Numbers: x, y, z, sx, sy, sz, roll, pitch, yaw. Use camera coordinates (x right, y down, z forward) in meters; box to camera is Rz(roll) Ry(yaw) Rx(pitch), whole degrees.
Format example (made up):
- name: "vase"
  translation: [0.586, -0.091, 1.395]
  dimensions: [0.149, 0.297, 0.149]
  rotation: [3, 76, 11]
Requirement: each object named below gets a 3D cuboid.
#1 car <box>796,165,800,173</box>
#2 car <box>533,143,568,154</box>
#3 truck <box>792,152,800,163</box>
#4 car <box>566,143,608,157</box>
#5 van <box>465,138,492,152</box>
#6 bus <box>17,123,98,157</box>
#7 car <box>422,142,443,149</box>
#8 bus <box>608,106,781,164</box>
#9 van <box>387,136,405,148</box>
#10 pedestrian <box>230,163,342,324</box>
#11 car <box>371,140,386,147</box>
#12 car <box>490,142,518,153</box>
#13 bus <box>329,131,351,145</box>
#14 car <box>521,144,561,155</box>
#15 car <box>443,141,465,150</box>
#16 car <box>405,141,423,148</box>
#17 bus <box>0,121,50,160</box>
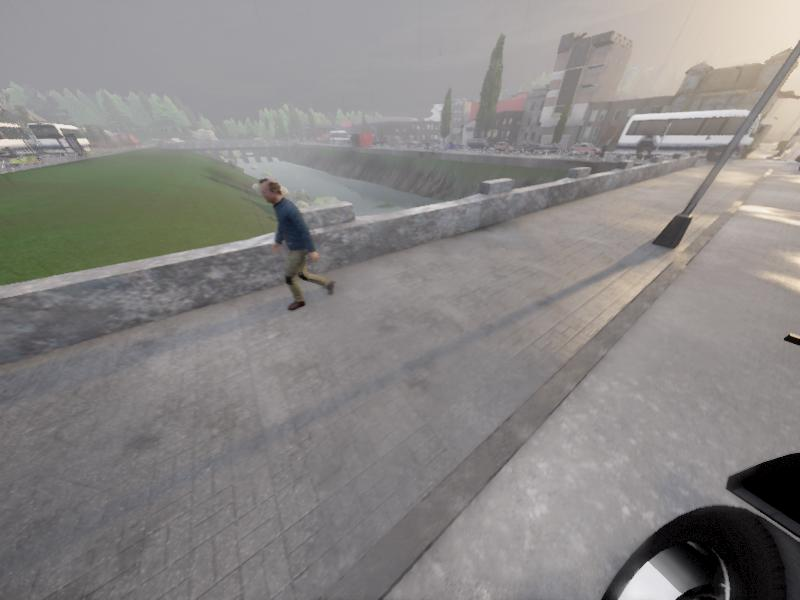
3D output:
- name: "car"
  translation: [31.523, -10.226, 17.029]
  dimensions: [4.718, 1.301, 1.895]
  rotation: [-22, 41, -28]
- name: "car"
  translation: [24.606, -24.992, 37.958]
  dimensions: [1.994, 1.385, 4.181]
  rotation: [-22, 41, -28]
- name: "truck"
  translation: [41.190, -14.627, 22.209]
  dimensions: [5.204, 2.467, 2.627]
  rotation: [-21, 40, -29]
- name: "car"
  translation: [25.309, -20.434, 31.396]
  dimensions: [1.970, 1.475, 3.806]
  rotation: [-22, 41, -28]
- name: "van"
  translation: [14.747, -29.306, 43.619]
  dimensions: [1.775, 1.987, 4.442]
  rotation: [-22, 41, -28]
- name: "bus"
  translation: [-57.612, -27.395, 39.526]
  dimensions: [3.944, 4.253, 10.273]
  rotation: [-22, 41, -28]
- name: "car"
  translation: [7.373, -35.068, 52.448]
  dimensions: [1.895, 1.301, 4.718]
  rotation: [-22, 41, -28]
- name: "bus"
  translation: [30.401, -17.581, 24.902]
  dimensions: [3.944, 4.253, 10.273]
  rotation: [-23, 41, -29]
- name: "van"
  translation: [-1.152, -42.555, 62.054]
  dimensions: [1.988, 2.561, 5.915]
  rotation: [-22, 41, -28]
- name: "pedestrian"
  translation: [-1.426, -0.727, 3.116]
  dimensions: [0.751, 1.860, 0.751]
  rotation: [-22, 41, -28]
- name: "car"
  translation: [-6.302, -46.427, 68.339]
  dimensions: [2.242, 1.667, 4.611]
  rotation: [-22, 41, -28]
- name: "car"
  translation: [17.965, -26.458, 39.996]
  dimensions: [1.970, 1.475, 3.806]
  rotation: [-22, 41, -28]
- name: "bus"
  translation: [-22.638, -60.990, 86.874]
  dimensions: [3.944, 4.253, 10.273]
  rotation: [-22, 41, -28]
- name: "car"
  translation: [21.666, -23.354, 35.723]
  dimensions: [1.895, 1.301, 4.718]
  rotation: [-22, 41, -28]
- name: "car"
  translation: [11.127, -32.065, 48.004]
  dimensions: [1.816, 1.474, 4.193]
  rotation: [-22, 41, -28]
- name: "car"
  translation: [3.376, -38.404, 57.081]
  dimensions: [1.812, 1.442, 4.674]
  rotation: [-22, 41, -28]
- name: "bus"
  translation: [-55.968, -22.264, 32.245]
  dimensions: [3.944, 4.253, 10.273]
  rotation: [-22, 41, -28]
